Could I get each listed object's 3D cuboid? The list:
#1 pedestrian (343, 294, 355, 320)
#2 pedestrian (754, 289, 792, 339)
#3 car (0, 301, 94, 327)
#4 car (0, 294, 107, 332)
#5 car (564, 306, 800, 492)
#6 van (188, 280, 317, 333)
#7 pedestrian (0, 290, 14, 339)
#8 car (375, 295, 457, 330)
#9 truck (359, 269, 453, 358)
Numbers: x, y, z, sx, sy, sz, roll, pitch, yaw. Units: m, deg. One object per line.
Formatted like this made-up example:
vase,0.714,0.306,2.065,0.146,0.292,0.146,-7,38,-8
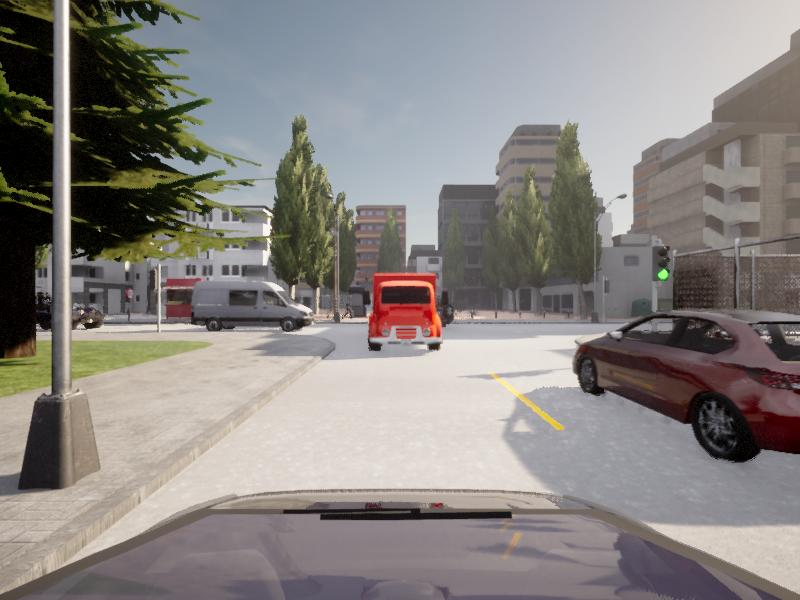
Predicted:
pedestrian,-3.714,0.533,29.083,0.751,1.860,0.751,0,0,-13
pedestrian,14.302,0.525,15.354,0.751,1.860,0.751,0,0,0
car,-21.996,0.847,24.605,4.892,1.490,1.837,1,0,0
car,-17.707,0.647,20.604,3.866,1.878,1.905,0,0,0
car,3.981,0.854,5.409,1.816,1.474,4.193,0,0,0
van,-7.450,0.323,20.615,5.915,2.561,1.988,0,0,0
pedestrian,-15.585,0.534,15.406,0.751,1.860,0.751,0,0,-3
car,0.852,0.654,23.179,4.605,1.855,1.932,1,0,43
truck,0.143,0.346,13.768,2.627,2.467,5.204,0,1,-1
